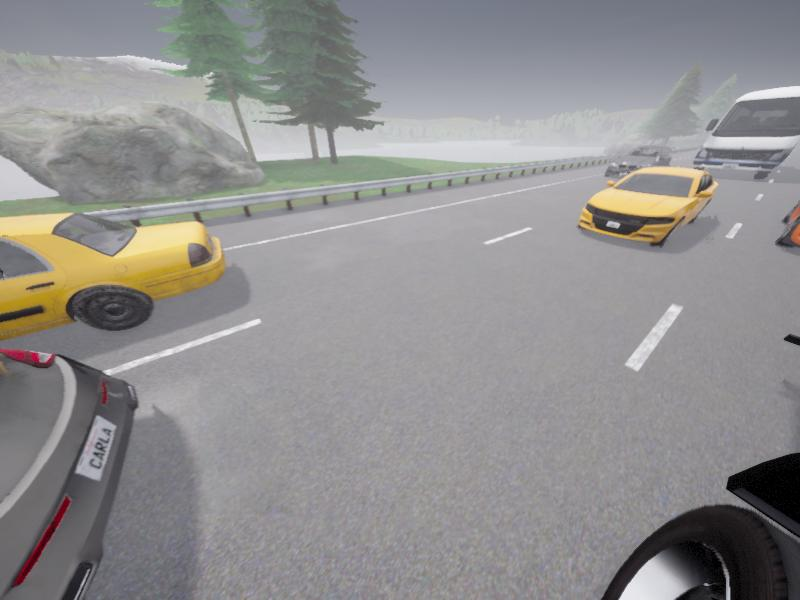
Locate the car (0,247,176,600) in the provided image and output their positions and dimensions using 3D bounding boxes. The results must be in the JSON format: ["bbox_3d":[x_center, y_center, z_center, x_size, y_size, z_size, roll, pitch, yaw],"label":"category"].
[{"bbox_3d":[-3.957,1.643,0.215,5.027,1.651,2.152,-22,41,-28],"label":"car"}]

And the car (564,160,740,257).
[{"bbox_3d":[7.177,-2.876,6.554,5.008,1.535,1.882,-22,41,-28],"label":"car"}]

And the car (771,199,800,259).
[{"bbox_3d":[10.999,-2.078,5.161,4.553,1.767,2.097,-22,41,-28],"label":"car"}]

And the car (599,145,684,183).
[{"bbox_3d":[15.174,-8.669,14.538,4.611,1.667,2.242,-22,41,-28],"label":"car"}]

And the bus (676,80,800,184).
[{"bbox_3d":[23.133,-10.444,14.738,10.273,4.253,3.944,-21,40,-28],"label":"bus"}]

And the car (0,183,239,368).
[{"bbox_3d":[-5.472,-0.189,2.855,5.366,1.575,1.801,-22,41,-28],"label":"car"}]
